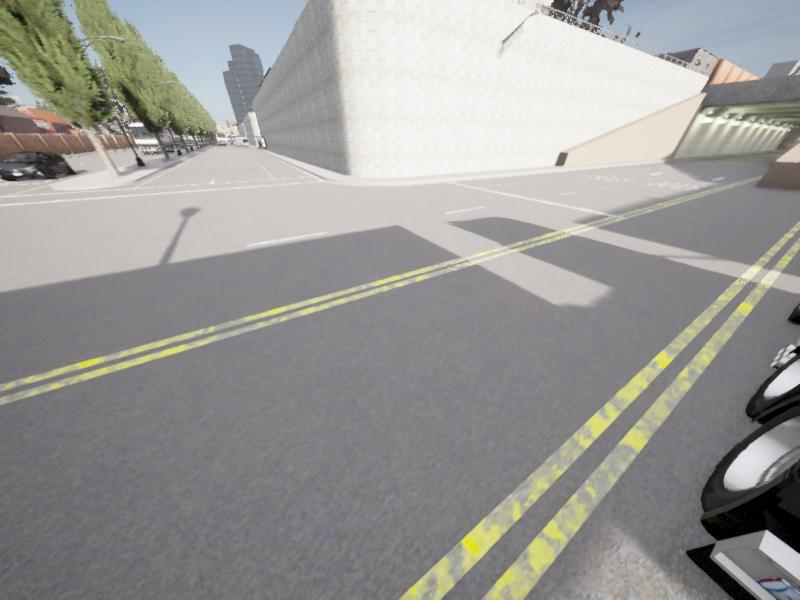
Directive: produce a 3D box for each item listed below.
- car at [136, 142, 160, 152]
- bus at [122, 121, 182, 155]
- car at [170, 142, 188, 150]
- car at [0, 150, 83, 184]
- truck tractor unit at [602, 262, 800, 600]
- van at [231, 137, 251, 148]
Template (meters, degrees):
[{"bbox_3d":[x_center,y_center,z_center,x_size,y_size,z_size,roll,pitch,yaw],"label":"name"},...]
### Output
[{"bbox_3d":[-50.507,-30.784,46.453,1.882,1.535,5.008,-18,39,-25],"label":"car"},{"bbox_3d":[-42.052,-27.763,39.811,3.944,4.253,10.273,-18,39,-25],"label":"bus"},{"bbox_3d":[-52.472,-36.588,54.845,2.128,1.511,4.902,-18,39,-25],"label":"car"},{"bbox_3d":[-23.844,-8.829,15.146,2.007,1.525,4.514,-18,39,-25],"label":"car"},{"bbox_3d":[5.112,-0.300,0.786,6.516,4.208,3.053,-18,39,-24],"label":"truck tractor unit"},{"bbox_3d":[-47.879,-47.432,69.515,5.915,2.561,1.988,23,41,27],"label":"van"}]
